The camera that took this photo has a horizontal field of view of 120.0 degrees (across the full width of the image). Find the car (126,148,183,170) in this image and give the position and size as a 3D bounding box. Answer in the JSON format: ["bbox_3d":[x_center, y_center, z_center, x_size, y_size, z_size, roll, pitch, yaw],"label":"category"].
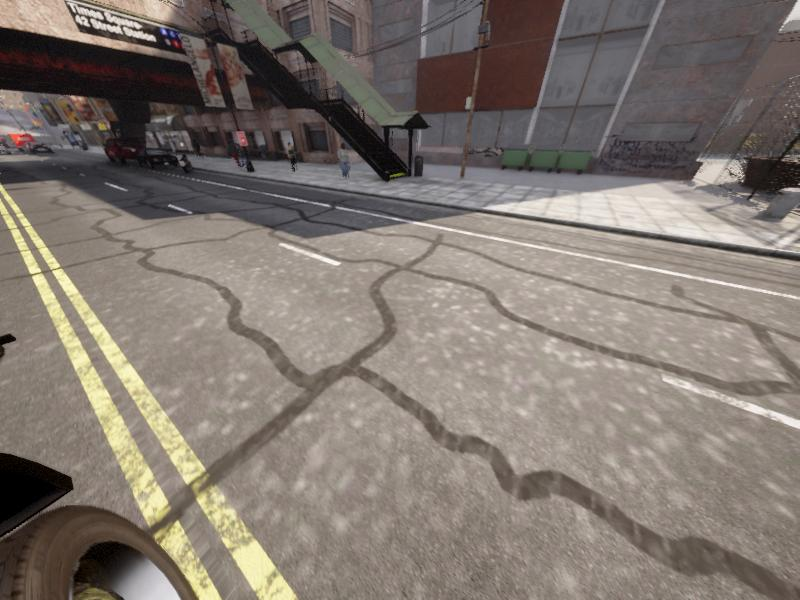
[{"bbox_3d":[-21.402,-12.368,20.161,4.718,1.301,1.895,21,40,26],"label":"car"}]

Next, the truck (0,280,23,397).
[{"bbox_3d":[-7.403,-0.341,2.512,6.274,2.098,2.390,21,40,27],"label":"truck"}]

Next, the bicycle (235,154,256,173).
[{"bbox_3d":[-10.921,-9.639,16.335,1.643,1.024,0.373,21,30,26],"label":"bicycle"}]

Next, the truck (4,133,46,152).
[{"bbox_3d":[-64.318,-27.037,39.607,5.204,2.467,2.627,21,40,26],"label":"truck"}]

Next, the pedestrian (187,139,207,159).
[{"bbox_3d":[-22.605,-16.859,25.742,0.751,1.860,0.751,16,38,20],"label":"pedestrian"}]

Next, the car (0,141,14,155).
[{"bbox_3d":[-57.212,-21.547,32.684,3.988,1.617,1.851,21,40,26],"label":"car"}]

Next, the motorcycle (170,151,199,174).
[{"bbox_3d":[-15.941,-10.257,17.193,0.764,1.277,2.356,-16,38,-22],"label":"motorcycle"}]

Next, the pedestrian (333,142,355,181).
[{"bbox_3d":[-3.193,-7.974,13.291,0.751,1.860,0.751,-25,42,-31],"label":"pedestrian"}]

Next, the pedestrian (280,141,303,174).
[{"bbox_3d":[-7.373,-9.753,15.781,0.751,1.860,0.751,23,41,29],"label":"pedestrian"}]

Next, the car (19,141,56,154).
[{"bbox_3d":[-53.751,-22.658,34.247,4.974,1.542,2.038,21,40,26],"label":"car"}]

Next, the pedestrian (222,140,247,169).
[{"bbox_3d":[-12.955,-11.425,18.107,0.751,1.860,0.751,20,40,26],"label":"pedestrian"}]

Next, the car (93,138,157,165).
[{"bbox_3d":[-27.615,-15.002,23.211,5.566,2.045,2.435,21,40,26],"label":"car"}]

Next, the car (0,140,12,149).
[{"bbox_3d":[-82.638,-31.616,46.890,4.181,1.385,1.994,6,36,8],"label":"car"}]
